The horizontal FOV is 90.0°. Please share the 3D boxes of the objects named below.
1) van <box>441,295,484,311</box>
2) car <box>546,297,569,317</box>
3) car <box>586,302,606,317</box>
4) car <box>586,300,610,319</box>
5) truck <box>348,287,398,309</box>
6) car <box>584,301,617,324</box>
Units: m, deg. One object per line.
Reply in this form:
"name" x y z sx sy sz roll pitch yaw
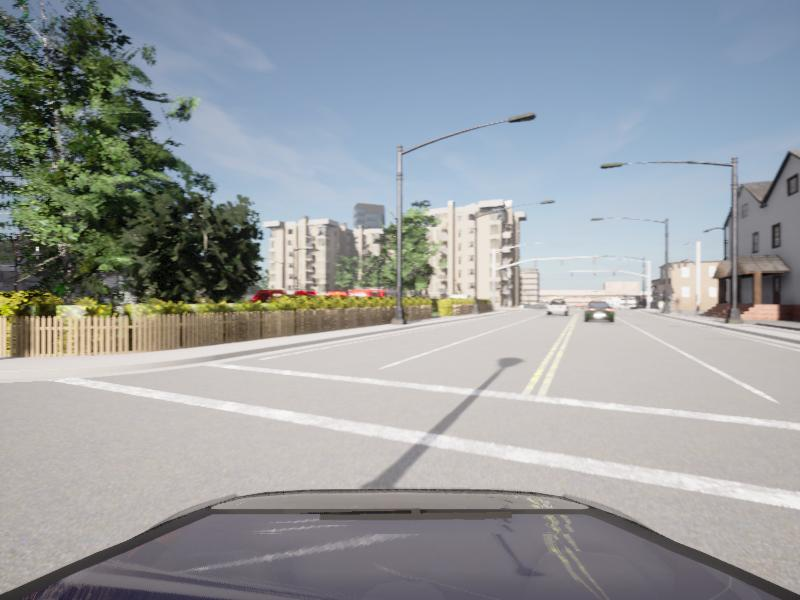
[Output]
"van" 10.022 0.409 63.914 6.366 2.431 2.351 0 0 26
"car" 16.259 0.704 41.124 1.932 1.855 4.605 0 -1 25
"car" 20.604 0.931 42.231 1.812 1.442 4.674 0 0 25
"car" 17.849 0.841 36.273 1.851 1.617 3.988 0 0 25
"truck" -4.866 -0.333 71.127 8.468 3.827 2.891 0 0 27
"car" 15.119 0.871 30.375 2.038 1.542 4.974 0 0 25
